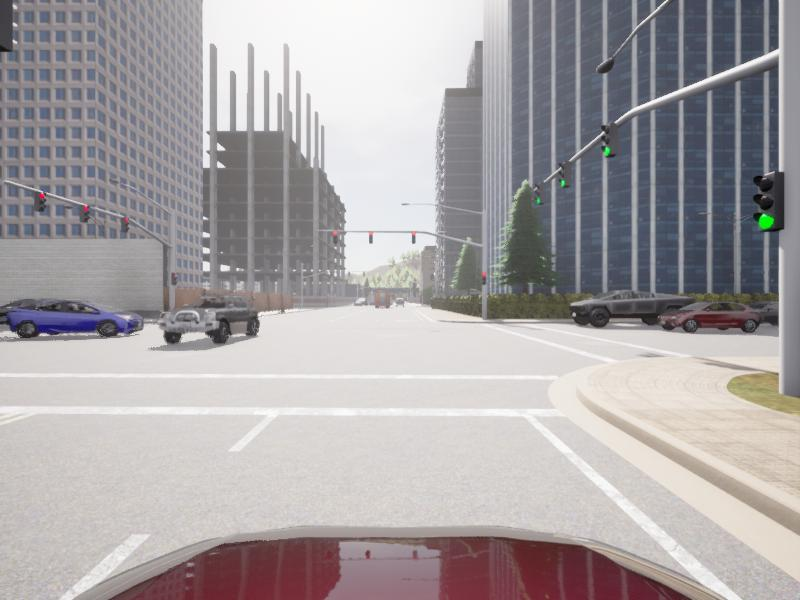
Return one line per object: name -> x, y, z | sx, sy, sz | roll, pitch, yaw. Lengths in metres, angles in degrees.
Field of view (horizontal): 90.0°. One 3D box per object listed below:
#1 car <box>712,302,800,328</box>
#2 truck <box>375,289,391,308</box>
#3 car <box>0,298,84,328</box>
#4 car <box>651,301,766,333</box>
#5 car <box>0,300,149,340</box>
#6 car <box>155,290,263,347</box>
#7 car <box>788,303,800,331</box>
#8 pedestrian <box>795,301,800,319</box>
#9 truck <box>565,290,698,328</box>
car -> 20.969, 0.813, 22.955 | 4.674, 1.442, 1.812 | 0, 0, 0
truck -> -3.481, -0.329, 83.693 | 2.891, 3.827, 8.468 | 0, 0, 0
car -> -21.502, 0.721, 23.125 | 4.856, 1.649, 2.033 | 0, 0, -2
car -> 14.897, 0.798, 19.469 | 4.193, 1.474, 1.816 | 0, 0, 0
car -> -13.591, 0.791, 16.998 | 4.514, 1.525, 2.007 | 0, 0, -13
car -> -6.995, 0.624, 15.315 | 1.932, 1.855, 4.605 | 0, -1, 0
car -> 21.897, 0.851, 19.462 | 4.181, 1.385, 1.994 | 0, 0, -1
pedestrian -> 28.625, 0.708, 28.241 | 0.751, 1.300, 0.751 | 0, 0, 5
truck -> 13.109, 0.486, 22.974 | 6.274, 2.098, 2.390 | 0, 0, 0
